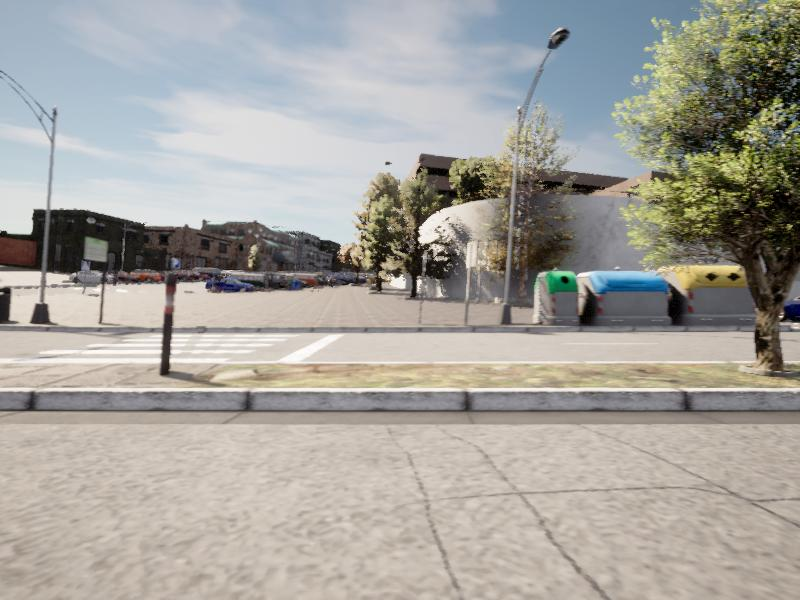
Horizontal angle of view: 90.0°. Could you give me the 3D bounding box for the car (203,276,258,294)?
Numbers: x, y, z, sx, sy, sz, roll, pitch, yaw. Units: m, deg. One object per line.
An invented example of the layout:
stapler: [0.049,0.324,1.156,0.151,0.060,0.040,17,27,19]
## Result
car: [-18.207,-1.599,43.064,5.008,1.535,2.097,3,5,-3]

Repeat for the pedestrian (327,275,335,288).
pedestrian: [-9.753,-2.617,56.466,0.751,1.860,0.751,4,0,11]

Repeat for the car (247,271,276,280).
car: [-26.637,-4.739,77.019,4.892,1.521,2.231,2,5,-5]

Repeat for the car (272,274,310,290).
car: [-14.765,-2.473,54.517,4.553,1.767,2.185,3,5,-3]

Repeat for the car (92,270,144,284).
car: [-34.215,-2.824,48.664,4.792,1.488,2.163,2,4,-5]

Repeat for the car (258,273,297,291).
car: [-15.709,-2.390,51.627,4.442,1.987,1.878,3,5,-3]

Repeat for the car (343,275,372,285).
car: [-8.252,-3.878,77.566,5.366,1.575,1.946,3,5,-5]

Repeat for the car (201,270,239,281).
car: [-29.516,-3.987,65.723,5.366,1.575,1.946,2,4,-5]

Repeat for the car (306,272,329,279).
car: [-20.602,-6.153,99.598,5.366,1.575,1.946,2,4,-5]

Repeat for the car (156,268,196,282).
car: [-31.942,-3.547,57.183,4.553,1.767,2.185,2,5,-5]

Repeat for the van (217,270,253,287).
van: [-21.641,-2.807,52.700,2.069,2.038,4.480,4,5,16]

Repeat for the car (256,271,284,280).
car: [-25.864,-4.926,79.841,4.892,1.521,2.231,2,5,-5]

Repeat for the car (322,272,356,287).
car: [-10.446,-3.539,68.903,5.566,2.045,2.435,3,5,-4]

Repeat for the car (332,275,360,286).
car: [-9.669,-3.481,71.815,4.892,1.521,2.231,3,5,-5]

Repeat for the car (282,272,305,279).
car: [-23.550,-5.441,88.329,4.674,1.452,2.002,2,4,-5]

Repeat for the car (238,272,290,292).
car: [-16.485,-2.223,48.765,5.566,2.045,2.435,3,5,-3]

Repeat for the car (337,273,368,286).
car: [-8.818,-3.922,74.685,5.566,2.045,2.435,3,4,-5]

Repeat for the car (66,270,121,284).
car: [-34.998,-2.624,45.814,4.674,1.452,2.002,2,4,-5]

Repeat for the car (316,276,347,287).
car: [-11.300,-3.069,66.036,4.792,1.488,2.163,3,5,-4]

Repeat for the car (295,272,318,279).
car: [-21.979,-5.825,93.965,5.008,1.535,2.097,2,4,-5]

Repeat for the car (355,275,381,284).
car: [-6.668,-4.256,83.333,5.366,1.575,1.946,3,5,-5]

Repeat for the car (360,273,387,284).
car: [-5.646,-4.672,86.214,5.566,2.045,2.435,3,4,-5]

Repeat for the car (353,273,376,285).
car: [-7.146,-4.275,80.461,4.442,1.987,1.878,3,4,-5]

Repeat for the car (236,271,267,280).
car: [-27.417,-4.554,74.196,5.008,1.535,2.097,2,4,-5]

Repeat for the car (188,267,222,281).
car: [-30.571,-4.029,62.848,4.442,1.987,1.878,2,5,-5]

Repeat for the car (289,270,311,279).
car: [-22.732,-5.779,91.130,4.553,1.767,2.185,2,4,-5]

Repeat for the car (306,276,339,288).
car: [-12.161,-2.909,63.145,4.892,1.521,2.231,3,5,-4]

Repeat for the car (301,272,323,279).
car: [-21.210,-5.986,96.789,5.008,1.535,2.097,2,4,-5]

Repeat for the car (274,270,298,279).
car: [-24.288,-5.423,85.485,4.553,1.767,2.185,2,5,-5]

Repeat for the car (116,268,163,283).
car: [-33.454,-3.168,51.493,4.553,1.767,2.185,2,5,-5]

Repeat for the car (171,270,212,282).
car: [-31.227,-3.613,60.041,5.008,1.535,2.097,2,4,-5]

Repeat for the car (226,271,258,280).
car: [-28.148,-4.335,71.369,4.792,1.488,2.163,2,4,-5]

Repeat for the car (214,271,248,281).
car: [-28.948,-4.178,68.538,5.008,1.535,2.097,2,4,-5]

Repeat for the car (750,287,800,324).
car: [17.441,0.207,15.930,2.163,1.488,4.792,0,-1,-23]

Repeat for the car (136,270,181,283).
car: [-32.764,-3.205,54.346,4.792,1.488,2.163,2,5,-5]

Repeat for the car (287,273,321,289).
car: [-13.748,-2.753,57.390,4.442,1.987,1.878,3,5,-4]

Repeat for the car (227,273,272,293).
car: [-17.207,-2.004,45.918,4.442,1.987,1.878,3,5,-3]
